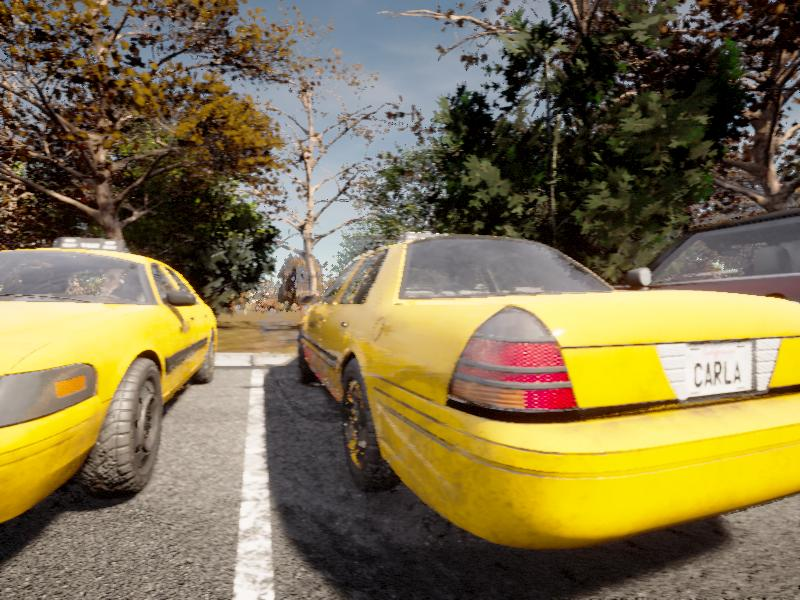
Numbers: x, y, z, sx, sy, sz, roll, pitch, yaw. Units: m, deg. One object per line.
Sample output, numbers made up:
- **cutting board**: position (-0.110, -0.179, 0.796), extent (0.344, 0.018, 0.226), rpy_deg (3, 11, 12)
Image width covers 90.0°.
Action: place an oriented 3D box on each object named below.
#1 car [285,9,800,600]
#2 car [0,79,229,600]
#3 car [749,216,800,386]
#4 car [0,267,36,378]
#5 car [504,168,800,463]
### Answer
- **car**: position (0.139, 0.227, 3.661), extent (1.946, 1.575, 5.366), rpy_deg (0, -1, -20)
- **car**: position (-2.693, 0.226, 3.331), extent (1.946, 1.575, 5.366), rpy_deg (1, -1, -19)
- **car**: position (6.167, -0.005, 3.400), extent (1.878, 1.987, 4.442), rpy_deg (0, -1, -20)
- **car**: position (-5.721, 0.274, 3.534), extent (2.002, 1.452, 4.674), rpy_deg (0, -1, -19)
- **car**: position (3.173, 0.099, 3.456), extent (2.185, 1.767, 4.553), rpy_deg (0, -1, -20)
